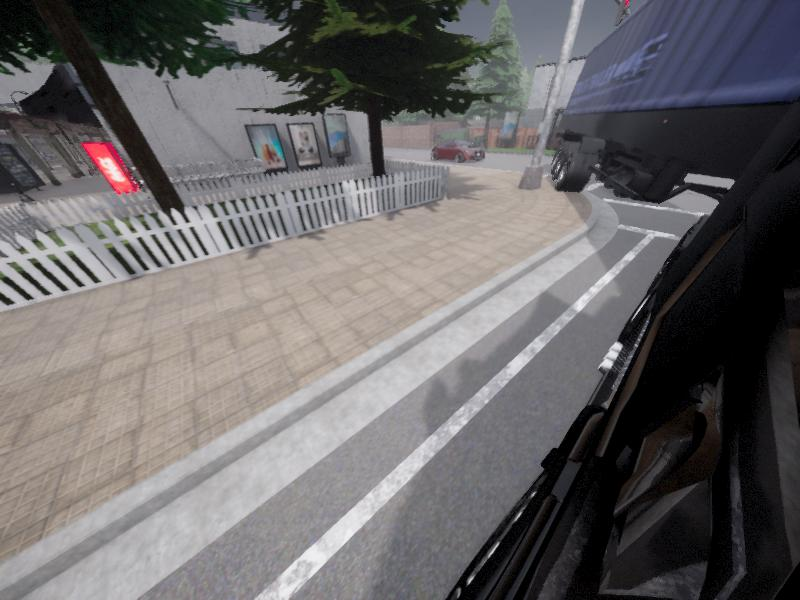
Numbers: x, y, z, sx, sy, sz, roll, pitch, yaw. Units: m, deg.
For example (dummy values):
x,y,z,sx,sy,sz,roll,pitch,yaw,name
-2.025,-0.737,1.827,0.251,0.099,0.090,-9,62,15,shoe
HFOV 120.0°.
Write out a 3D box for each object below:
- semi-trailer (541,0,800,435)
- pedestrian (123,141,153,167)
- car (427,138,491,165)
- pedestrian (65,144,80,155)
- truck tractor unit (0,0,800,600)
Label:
x,y,z,sx,sy,sz,roll,pitch,yaw,name
6.436,-4.595,5.553,2.717,4.402,14.254,17,42,14,semi-trailer
-23.607,-13.180,20.884,0.751,1.860,0.751,6,38,12,pedestrian
4.152,-10.987,16.964,1.994,1.385,4.181,-25,42,-27,car
-64.446,-29.620,45.488,0.751,1.860,0.751,-20,40,-22,pedestrian
2.645,-0.295,0.352,6.516,4.208,3.053,-28,44,-30,truck tractor unit
